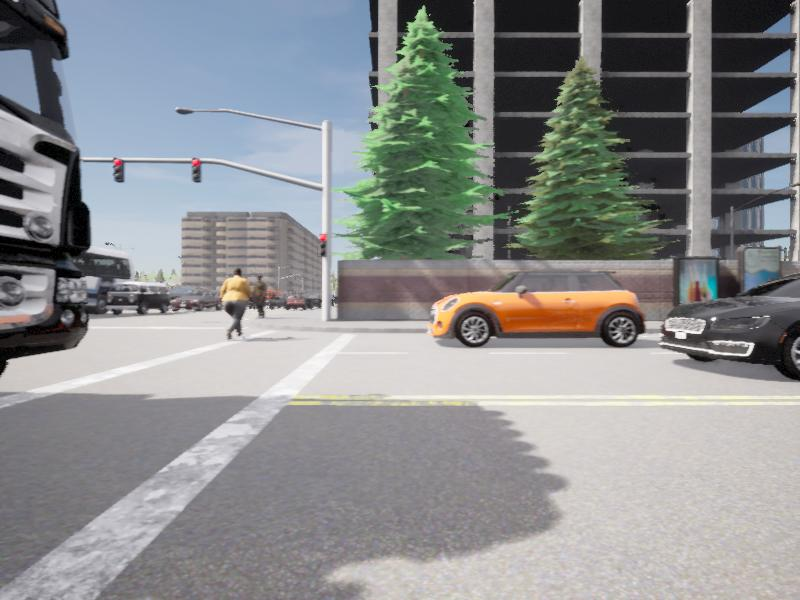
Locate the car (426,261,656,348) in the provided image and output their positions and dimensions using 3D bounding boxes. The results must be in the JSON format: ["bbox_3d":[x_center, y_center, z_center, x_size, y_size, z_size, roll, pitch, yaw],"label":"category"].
[{"bbox_3d":[2.939,0.096,9.201,4.553,1.767,2.097,0,0,0],"label":"car"}]

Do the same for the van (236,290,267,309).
[{"bbox_3d":[-16.288,-0.075,44.091,1.775,1.987,4.442,0,0,0],"label":"van"}]

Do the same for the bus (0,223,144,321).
[{"bbox_3d":[-19.498,-1.207,22.305,3.944,4.253,10.273,0,0,0],"label":"bus"}]

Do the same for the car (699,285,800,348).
[{"bbox_3d":[9.941,0.352,9.205,4.718,1.301,1.895,0,0,0],"label":"car"}]

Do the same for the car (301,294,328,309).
[{"bbox_3d":[-9.290,0.158,43.728,1.882,1.535,5.008,0,0,0],"label":"car"}]

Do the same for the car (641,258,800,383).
[{"bbox_3d":[6.433,0.249,5.700,4.892,1.490,1.837,0,0,0],"label":"car"}]

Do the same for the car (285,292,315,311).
[{"bbox_3d":[-9.232,0.123,37.136,1.851,1.617,3.988,0,0,0],"label":"car"}]

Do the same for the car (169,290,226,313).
[{"bbox_3d":[-16.195,0.109,32.347,2.152,1.651,5.027,0,0,0],"label":"car"}]

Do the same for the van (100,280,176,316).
[{"bbox_3d":[-16.186,-0.100,25.046,2.069,2.038,4.480,0,0,-5],"label":"van"}]

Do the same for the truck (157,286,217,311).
[{"bbox_3d":[-19.735,-0.131,37.510,2.390,2.098,6.274,0,0,0],"label":"truck"}]

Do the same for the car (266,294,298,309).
[{"bbox_3d":[-12.787,0.168,43.759,2.128,1.511,4.902,0,0,-1],"label":"car"}]

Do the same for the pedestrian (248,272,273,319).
[{"bbox_3d":[-5.726,-0.177,16.449,0.751,1.860,0.751,0,0,1],"label":"pedestrian"}]

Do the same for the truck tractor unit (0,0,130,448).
[{"bbox_3d":[-5.777,-1.161,2.194,6.516,4.208,3.053,0,0,0],"label":"truck tractor unit"}]

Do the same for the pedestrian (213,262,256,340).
[{"bbox_3d":[-4.091,0.025,9.937,0.751,1.860,0.751,0,0,3],"label":"pedestrian"}]

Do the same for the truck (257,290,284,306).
[{"bbox_3d":[-19.928,-0.318,61.868,2.627,2.467,5.204,0,0,0],"label":"truck"}]
